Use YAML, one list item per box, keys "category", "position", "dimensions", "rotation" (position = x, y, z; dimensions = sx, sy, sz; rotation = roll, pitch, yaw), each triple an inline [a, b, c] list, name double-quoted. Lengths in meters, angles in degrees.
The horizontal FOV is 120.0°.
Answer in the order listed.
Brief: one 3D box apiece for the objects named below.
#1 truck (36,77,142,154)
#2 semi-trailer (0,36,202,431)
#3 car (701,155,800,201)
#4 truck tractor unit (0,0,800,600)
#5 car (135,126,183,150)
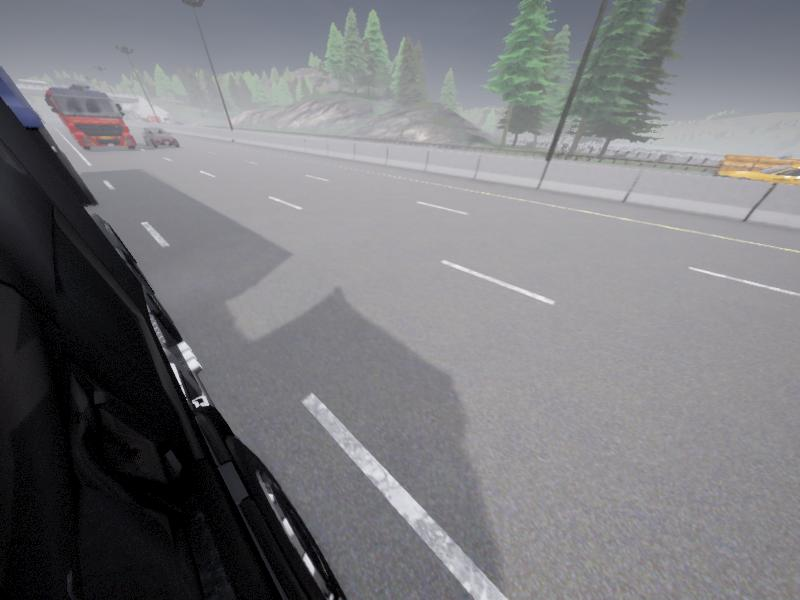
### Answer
- category: "truck"
  position: [-23.891, -13.955, 17.766]
  dimensions: [8.468, 3.827, 2.891]
  rotation: [28, 43, 30]
- category: "semi-trailer"
  position: [-8.755, -3.550, 4.194]
  dimensions: [14.254, 4.402, 2.717]
  rotation: [27, 43, 29]
- category: "car"
  position: [19.945, -6.178, 11.827]
  dimensions: [5.366, 1.575, 1.801]
  rotation: [30, 45, 32]
- category: "truck tractor unit"
  position: [-2.645, -0.295, 0.352]
  dimensions: [6.516, 4.208, 3.053]
  rotation: [28, 44, 30]
- category: "car"
  position: [-21.354, -14.384, 20.462]
  dimensions: [4.193, 1.474, 1.816]
  rotation: [28, 43, 30]
